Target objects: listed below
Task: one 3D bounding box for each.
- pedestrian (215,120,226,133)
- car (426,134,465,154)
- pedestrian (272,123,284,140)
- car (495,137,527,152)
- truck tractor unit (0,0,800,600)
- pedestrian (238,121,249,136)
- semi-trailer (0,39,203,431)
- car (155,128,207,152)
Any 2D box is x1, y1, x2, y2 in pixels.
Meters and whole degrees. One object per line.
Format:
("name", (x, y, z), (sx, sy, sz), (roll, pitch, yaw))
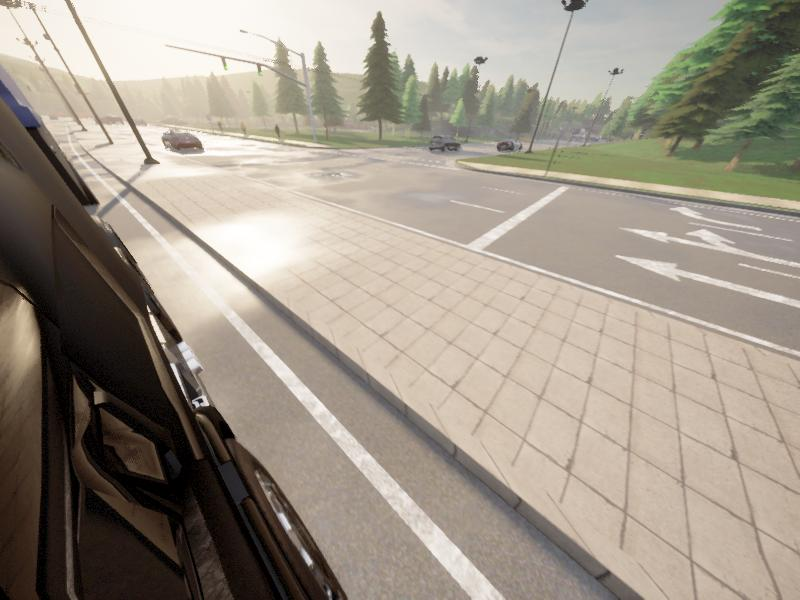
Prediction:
("pedestrian", (-33.058, -32.000, 42.573), (0.751, 1.860, 0.751), (30, 45, 32))
("car", (5.347, -18.335, 27.044), (2.033, 1.649, 4.856), (30, 45, 32))
("pedestrian", (-16.160, -22.268, 30.563), (0.751, 1.860, 0.751), (31, 45, 32))
("car", (15.420, -21.561, 32.004), (2.038, 1.542, 4.974), (30, 45, 31))
("truck tractor unit", (-2.645, -0.295, 0.351), (6.516, 4.208, 3.053), (28, 44, 30))
("pedestrian", (-24.837, -27.269, 36.734), (0.751, 1.860, 0.751), (30, 45, 32))
("semi-trailer", (-8.747, -3.561, 4.195), (14.254, 4.402, 2.717), (28, 44, 29))
("car", (-18.713, -13.713, 19.709), (4.181, 1.385, 1.994), (28, 44, 30))
